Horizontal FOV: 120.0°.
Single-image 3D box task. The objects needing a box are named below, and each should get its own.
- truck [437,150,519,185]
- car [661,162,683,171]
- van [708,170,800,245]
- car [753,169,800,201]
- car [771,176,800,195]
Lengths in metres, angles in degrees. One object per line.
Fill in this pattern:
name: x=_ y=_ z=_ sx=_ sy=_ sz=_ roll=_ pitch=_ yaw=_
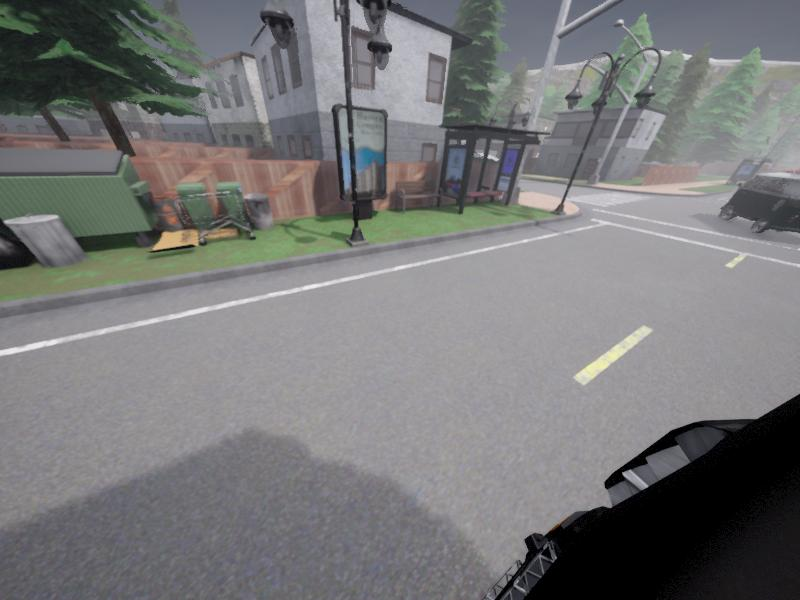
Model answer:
truck: x=6.496 y=-11.782 z=20.302 sx=2.390 sy=2.098 sz=6.274 roll=-22 pitch=41 yaw=-33
car: x=68.725 y=-33.793 z=58.346 sx=4.605 sy=1.855 sz=1.932 roll=-17 pitch=38 yaw=-27
van: x=14.877 y=-3.715 z=8.931 sx=1.775 sy=1.987 sz=4.442 roll=22 pitch=38 yaw=25
car: x=32.805 y=-9.757 z=19.401 sx=5.566 sy=2.045 sz=2.150 roll=-16 pitch=38 yaw=-26
car: x=39.699 y=-11.443 z=23.099 sx=4.181 sy=1.385 sz=1.994 roll=-16 pitch=38 yaw=-26
